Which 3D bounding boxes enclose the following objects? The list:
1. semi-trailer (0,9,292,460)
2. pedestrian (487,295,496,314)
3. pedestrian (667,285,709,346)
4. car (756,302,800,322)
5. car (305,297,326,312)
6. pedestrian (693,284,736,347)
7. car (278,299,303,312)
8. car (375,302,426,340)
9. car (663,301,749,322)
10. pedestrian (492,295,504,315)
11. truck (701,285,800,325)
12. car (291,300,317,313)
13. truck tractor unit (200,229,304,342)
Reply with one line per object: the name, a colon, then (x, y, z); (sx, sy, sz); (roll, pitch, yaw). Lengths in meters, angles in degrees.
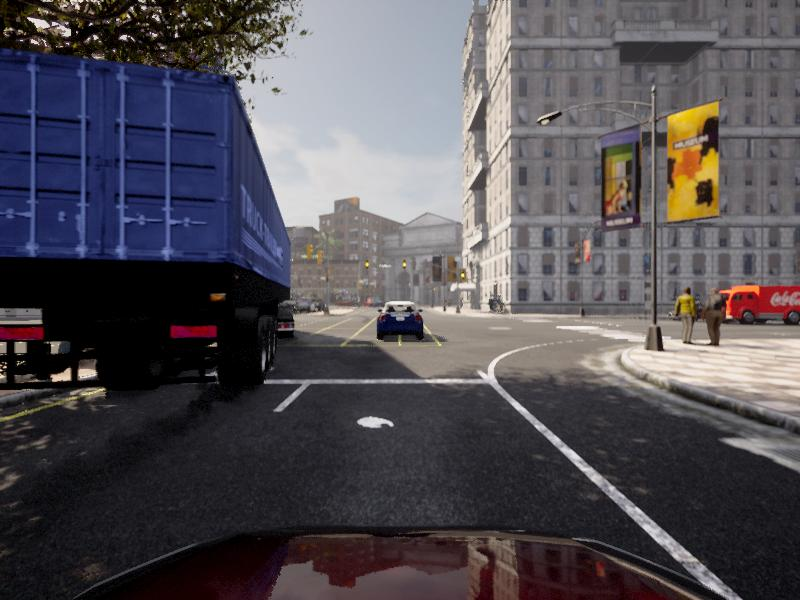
semi-trailer: (-4.667, -0.635, 11.035); (2.717, 4.402, 14.254); (0, 0, -13)
pedestrian: (9.265, 0.433, 40.656); (0.751, 1.860, 0.751); (0, 0, 1)
pedestrian: (9.060, 0.469, 12.603); (0.751, 1.860, 0.751); (0, 0, -15)
car: (29.673, 0.857, 29.344); (5.357, 1.411, 2.033); (0, 0, 0)
car: (-11.485, 0.583, 54.487); (1.932, 1.855, 4.605); (0, 0, 0)
pedestrian: (9.644, 0.469, 12.295); (0.751, 1.860, 0.751); (0, 0, 8)
car: (-14.985, 0.701, 55.105); (1.930, 1.638, 5.238); (0, 0, 0)
car: (0.006, 0.831, 17.417); (1.970, 1.475, 3.806); (0, 0, 0)
car: (22.330, 0.807, 29.310); (4.892, 1.490, 1.837); (0, 0, 0)
pedestrian: (9.062, 0.438, 36.900); (0.751, 1.860, 0.751); (0, 0, -25)
truck: (23.036, 0.324, 25.820); (5.204, 2.467, 2.627); (0, 0, -1)
car: (-11.489, 0.765, 48.237); (2.038, 1.542, 4.974); (0, 0, 0)
truck tractor unit: (-7.074, -0.546, 18.474); (3.053, 4.208, 6.516); (0, 0, -34)
